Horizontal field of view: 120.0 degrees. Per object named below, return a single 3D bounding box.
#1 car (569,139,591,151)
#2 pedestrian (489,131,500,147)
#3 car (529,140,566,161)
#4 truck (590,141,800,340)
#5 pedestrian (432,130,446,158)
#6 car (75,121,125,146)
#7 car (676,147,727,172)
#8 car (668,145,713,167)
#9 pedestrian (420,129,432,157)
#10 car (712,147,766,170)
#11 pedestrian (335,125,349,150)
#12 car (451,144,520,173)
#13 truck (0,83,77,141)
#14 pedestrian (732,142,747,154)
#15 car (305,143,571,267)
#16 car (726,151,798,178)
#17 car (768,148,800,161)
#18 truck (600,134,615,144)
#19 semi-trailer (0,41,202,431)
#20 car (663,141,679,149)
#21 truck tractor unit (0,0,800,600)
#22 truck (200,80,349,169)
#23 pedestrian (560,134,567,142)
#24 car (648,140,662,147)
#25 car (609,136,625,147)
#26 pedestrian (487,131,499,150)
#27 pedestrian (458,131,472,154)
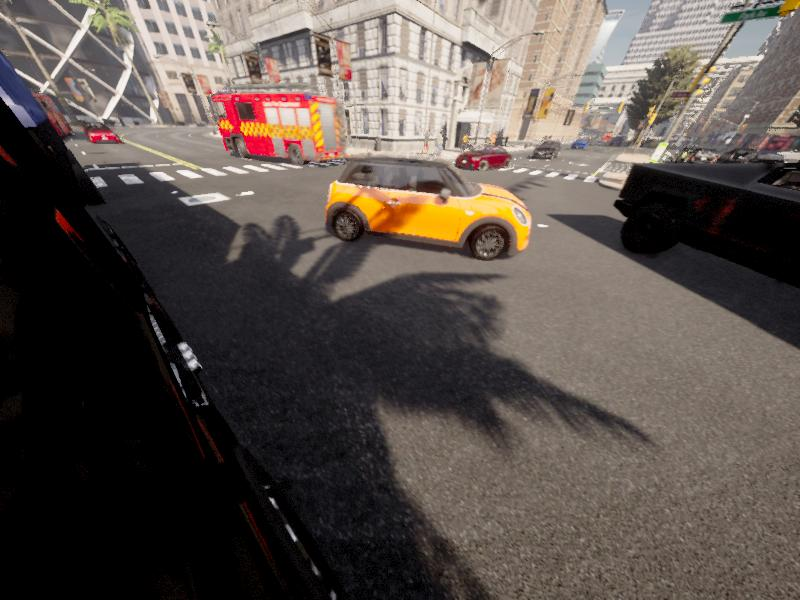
[{"bbox_3d":[29.698,-25.584,38.030,1.882,1.535,5.008,28,44,30],"label":"car"},{"bbox_3d":[14.286,-24.381,34.982,0.751,1.860,0.751,30,45,32],"label":"pedestrian"},{"bbox_3d":[15.204,-15.410,23.722,1.837,1.490,4.892,28,44,30],"label":"car"},{"bbox_3d":[6.736,-0.851,3.403,2.390,2.098,6.274,-1,37,-4],"label":"truck"},{"bbox_3d":[3.258,-13.079,19.342,0.751,1.860,0.751,11,38,11],"label":"pedestrian"},{"bbox_3d":[-26.610,-14.798,20.472,4.514,1.525,2.007,29,44,31],"label":"car"},{"bbox_3d":[26.573,-12.538,20.516,1.789,1.549,3.705,28,44,30],"label":"car"},{"bbox_3d":[30.504,-15.289,24.417,2.007,1.525,4.514,28,44,29],"label":"car"},{"bbox_3d":[2.135,-12.929,19.078,0.751,1.860,0.751,10,38,9],"label":"pedestrian"},{"bbox_3d":[33.634,-14.198,23.083,1.851,1.617,3.988,28,44,29],"label":"car"},{"bbox_3d":[-5.573,-15.658,22.257,0.751,1.860,0.751,18,40,20],"label":"pedestrian"},{"bbox_3d":[5.816,-9.744,15.760,4.181,1.385,1.994,-22,43,-28],"label":"car"},{"bbox_3d":[-35.382,-17.952,22.244,2.891,3.827,8.468,-28,46,-34],"label":"truck"},{"bbox_3d":[65.737,-29.512,44.761,0.751,1.860,0.751,31,45,32],"label":"pedestrian"},{"bbox_3d":[0.648,-2.359,5.308,4.553,1.767,2.097,10,38,10],"label":"car"},{"bbox_3d":[29.579,-11.316,19.116,1.837,1.490,4.892,28,44,30],"label":"car"},{"bbox_3d":[60.603,-22.398,35.589,3.633,1.501,1.845,28,44,29],"label":"car"},{"bbox_3d":[66.900,-52.019,74.493,2.627,2.467,5.204,28,44,30],"label":"truck"},{"bbox_3d":[-8.682,-3.612,4.249,14.254,4.402,2.717,28,44,30],"label":"semi-trailer"},{"bbox_3d":[74.601,-42.811,63.654,2.152,1.651,5.027,28,44,30],"label":"car"},{"bbox_3d":[-2.645,-0.295,0.351,6.516,4.208,3.053,28,44,30],"label":"truck tractor unit"},{"bbox_3d":[-7.813,-11.227,14.904,8.468,3.827,2.891,18,40,19],"label":"truck"},{"bbox_3d":[46.128,-45.809,65.268,0.751,1.860,0.751,31,45,32],"label":"pedestrian"},{"bbox_3d":[70.338,-43.207,63.766,1.801,1.575,5.366,28,44,30],"label":"car"},{"bbox_3d":[54.663,-39.970,58.150,2.150,2.045,5.566,28,44,30],"label":"car"},{"bbox_3d":[11.934,-20.468,29.652,0.751,1.860,0.751,25,42,27],"label":"pedestrian"},{"bbox_3d":[6.501,-15.801,23.143,0.751,1.860,0.751,21,41,22],"label":"pedestrian"}]
